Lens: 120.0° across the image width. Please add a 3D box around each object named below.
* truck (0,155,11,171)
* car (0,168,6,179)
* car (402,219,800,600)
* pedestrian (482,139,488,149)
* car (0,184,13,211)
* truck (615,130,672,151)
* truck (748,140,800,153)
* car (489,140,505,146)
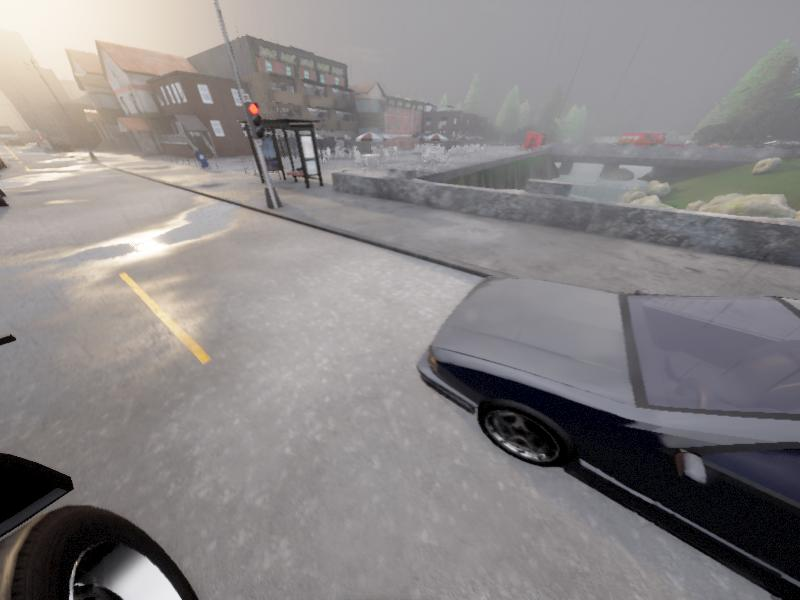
[{"bbox_3d":[-32.684,-11.202,17.337,5.204,2.467,2.627,22,41,28],"label":"truck"},{"bbox_3d":[-25.760,-7.802,13.532,4.181,1.385,1.994,26,43,32],"label":"car"},{"bbox_3d":[2.803,0.910,1.432,5.357,1.411,2.033,22,41,28],"label":"car"},{"bbox_3d":[19.626,-35.884,53.136,0.751,1.860,0.751,22,41,28],"label":"pedestrian"},{"bbox_3d":[-16.704,-4.203,8.580,4.718,1.301,1.895,22,41,28],"label":"car"},{"bbox_3d":[58.007,-38.390,55.515,8.468,3.827,2.891,22,41,28],"label":"truck"},{"bbox_3d":[78.845,-32.003,48.158,6.274,2.098,2.390,22,41,28],"label":"truck"},{"bbox_3d":[31.511,-51.052,75.243,4.193,1.474,1.816,22,41,28],"label":"car"}]
